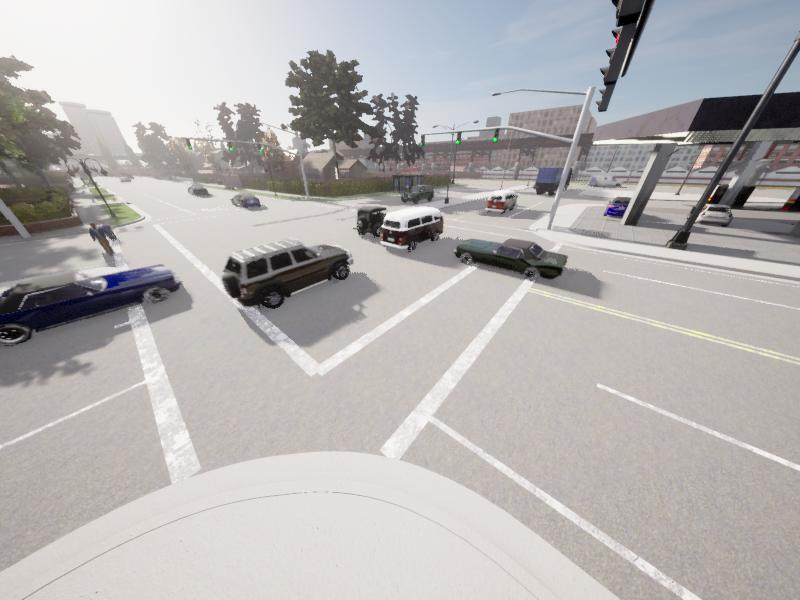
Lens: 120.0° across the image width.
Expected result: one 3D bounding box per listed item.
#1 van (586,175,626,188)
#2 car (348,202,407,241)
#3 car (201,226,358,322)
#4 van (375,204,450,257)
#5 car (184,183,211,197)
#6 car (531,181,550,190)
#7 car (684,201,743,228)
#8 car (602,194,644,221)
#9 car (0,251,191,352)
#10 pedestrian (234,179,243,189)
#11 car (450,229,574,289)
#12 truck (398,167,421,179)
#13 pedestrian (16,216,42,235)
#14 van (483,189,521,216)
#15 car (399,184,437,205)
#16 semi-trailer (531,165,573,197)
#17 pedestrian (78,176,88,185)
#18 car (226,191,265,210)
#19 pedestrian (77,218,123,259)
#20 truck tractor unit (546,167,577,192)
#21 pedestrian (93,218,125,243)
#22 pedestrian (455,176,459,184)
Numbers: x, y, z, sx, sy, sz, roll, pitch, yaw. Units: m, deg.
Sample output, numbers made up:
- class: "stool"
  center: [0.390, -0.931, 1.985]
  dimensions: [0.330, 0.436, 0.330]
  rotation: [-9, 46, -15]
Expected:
- class: "van"
  center: [46.807, -26.980, 52.713]
  dimensions: [6.366, 2.431, 2.351]
  rotation: [22, 31, 34]
- class: "car"
  center: [-1.445, -5.669, 16.333]
  dimensions: [1.905, 1.878, 3.866]
  rotation: [23, 37, 34]
- class: "car"
  center: [-4.103, -1.314, 8.809]
  dimensions: [1.932, 1.855, 4.605]
  rotation: [22, 37, 34]
- class: "van"
  center: [0.875, -4.390, 13.975]
  dimensions: [2.069, 2.038, 4.480]
  rotation: [22, 37, 34]
- class: "car"
  center: [-34.092, -18.514, 38.831]
  dimensions: [5.238, 1.638, 1.930]
  rotation: [22, 37, 33]
- class: "car"
  center: [30.204, -24.556, 49.544]
  dimensions: [2.033, 1.411, 5.357]
  rotation: [23, 37, 34]
- class: "car"
  center: [25.999, -7.245, 19.370]
  dimensions: [1.970, 1.475, 3.806]
  rotation: [23, 37, 34]
- class: "car"
  center: [21.088, -8.924, 21.955]
  dimensions: [2.242, 1.667, 4.611]
  rotation: [23, 37, 34]
- class: "car"
  center: [-10.163, -0.150, 7.370]
  dimensions: [1.895, 1.301, 4.718]
  rotation: [22, 37, 34]
- class: "pedestrian"
  center: [-33.134, -23.742, 47.328]
  dimensions: [0.751, 1.860, 0.751]
  rotation: [23, 37, 34]
- class: "car"
  center: [4.987, -2.130, 10.799]
  dimensions: [4.718, 1.301, 1.895]
  rotation: [22, 37, 33]
- class: "truck"
  center: [3.598, -49.368, 89.830]
  dimensions: [8.468, 3.827, 2.891]
  rotation: [23, 37, 33]
- class: "pedestrian"
  center: [-25.261, -5.065, 15.743]
  dimensions: [0.500, 1.100, 0.500]
  rotation: [20, 36, 31]
- class: "van"
  center: [10.761, -10.349, 24.290]
  dimensions: [2.069, 2.038, 4.480]
  rotation: [22, 37, 34]
- class: "car"
  center: [2.479, -14.378, 31.262]
  dimensions: [2.150, 2.045, 5.566]
  rotation: [23, 37, 34]
- class: "semi-trailer"
  center: [27.172, -21.295, 40.871]
  dimensions: [2.717, 4.402, 14.254]
  rotation: [23, 37, 34]
- class: "pedestrian"
  center: [-79.093, -29.752, 57.584]
  dimensions: [0.751, 1.860, 0.751]
  rotation: [24, 37, 35]
- class: "car"
  center: [-18.577, -11.992, 27.695]
  dimensions: [4.792, 1.488, 2.163]
  rotation: [24, 38, 35]
- class: "pedestrian"
  center: [-15.521, -3.183, 12.010]
  dimensions: [0.751, 1.860, 0.751]
  rotation: [26, 39, 37]
- class: "truck tractor unit"
  center: [32.237, -24.246, 46.187]
  dimensions: [3.053, 4.208, 6.516]
  rotation: [23, 37, 34]
- class: "pedestrian"
  center: [-18.562, -4.441, 14.748]
  dimensions: [0.751, 1.300, 0.751]
  rotation: [22, 37, 33]
- class: "pedestrian"
  center: [15.368, -32.288, 62.116]
  dimensions: [0.751, 1.860, 0.751]
  rotation: [22, 37, 33]
